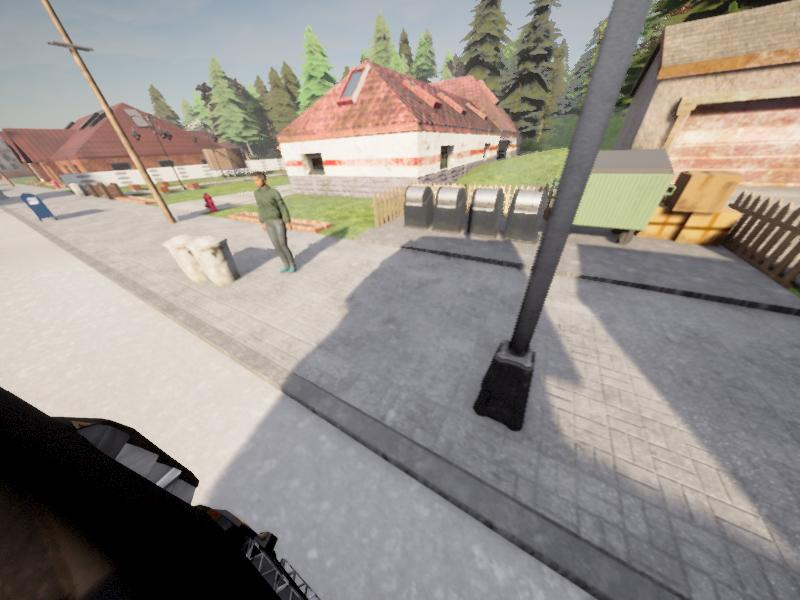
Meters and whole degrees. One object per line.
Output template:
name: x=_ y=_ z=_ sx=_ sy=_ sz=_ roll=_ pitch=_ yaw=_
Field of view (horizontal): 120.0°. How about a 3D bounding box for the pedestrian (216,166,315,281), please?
pedestrian: x=-2.352 y=-1.381 z=4.312 sx=0.751 sy=1.860 sz=0.751 roll=7 pitch=35 yaw=14
